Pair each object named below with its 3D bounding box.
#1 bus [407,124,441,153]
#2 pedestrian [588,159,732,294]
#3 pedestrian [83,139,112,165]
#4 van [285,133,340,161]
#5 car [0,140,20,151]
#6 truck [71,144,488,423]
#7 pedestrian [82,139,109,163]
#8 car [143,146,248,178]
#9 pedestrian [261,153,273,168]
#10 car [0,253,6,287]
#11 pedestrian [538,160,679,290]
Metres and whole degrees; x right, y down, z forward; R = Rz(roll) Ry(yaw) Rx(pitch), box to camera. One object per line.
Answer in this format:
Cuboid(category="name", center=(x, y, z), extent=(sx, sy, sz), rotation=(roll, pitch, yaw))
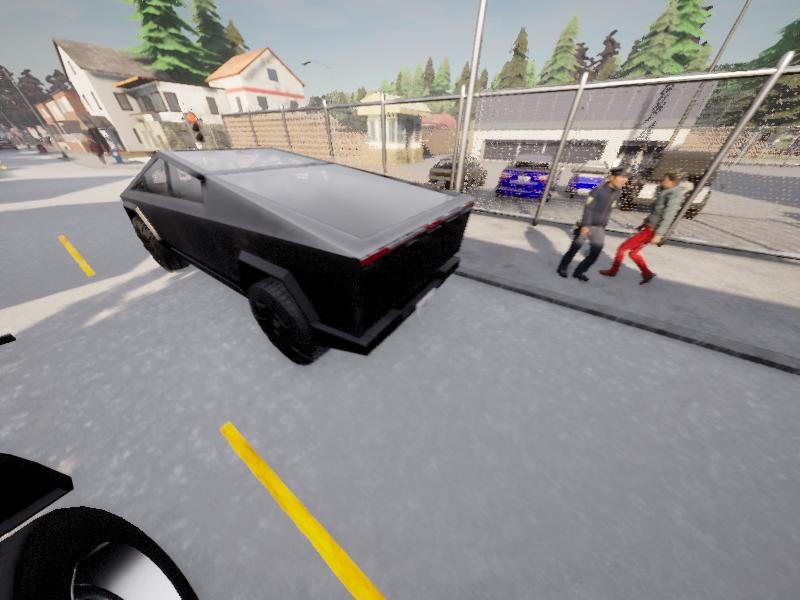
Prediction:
Cuboid(category="bus", center=(4.442, -32.581, 46.538), extent=(3.944, 4.253, 10.273), rotation=(-5, 36, -9))
Cuboid(category="pedestrian", center=(4.057, -1.164, 3.762), extent=(0.751, 1.860, 0.751), rotation=(-26, 43, -32))
Cuboid(category="pedestrian", center=(-26.555, -13.007, 20.317), extent=(0.751, 1.860, 0.751), rotation=(29, 44, 34))
Cuboid(category="van", center=(-10.250, -18.435, 27.809), extent=(1.988, 2.561, 5.915), rotation=(22, 40, 27))
Cuboid(category="car", center=(-71.832, -28.235, 42.100), extent=(4.974, 1.542, 2.038), rotation=(21, 40, 27))
Cuboid(category="truck", center=(-2.261, -1.263, 3.867), extent=(6.274, 2.098, 2.390), rotation=(21, 40, 27))
Cuboid(category="pedestrian", center=(-28.201, -13.784, 21.408), extent=(0.751, 1.860, 0.751), rotation=(27, 43, 33))
Cuboid(category="car", center=(-14.651, -10.271, 16.957), extent=(1.930, 1.638, 5.238), rotation=(25, 42, 31))
Cuboid(category="pedestrian", center=(-11.559, -12.150, 20.078), extent=(0.500, 1.100, 0.500), rotation=(27, 43, 32))
Cuboid(category="car", center=(-9.544, -1.041, 4.127), extent=(4.181, 1.385, 1.994), rotation=(21, 40, 27))
Cuboid(category="pedestrian", center=(3.106, -1.145, 3.727), extent=(0.751, 1.860, 0.751), rotation=(0, 35, -1))
